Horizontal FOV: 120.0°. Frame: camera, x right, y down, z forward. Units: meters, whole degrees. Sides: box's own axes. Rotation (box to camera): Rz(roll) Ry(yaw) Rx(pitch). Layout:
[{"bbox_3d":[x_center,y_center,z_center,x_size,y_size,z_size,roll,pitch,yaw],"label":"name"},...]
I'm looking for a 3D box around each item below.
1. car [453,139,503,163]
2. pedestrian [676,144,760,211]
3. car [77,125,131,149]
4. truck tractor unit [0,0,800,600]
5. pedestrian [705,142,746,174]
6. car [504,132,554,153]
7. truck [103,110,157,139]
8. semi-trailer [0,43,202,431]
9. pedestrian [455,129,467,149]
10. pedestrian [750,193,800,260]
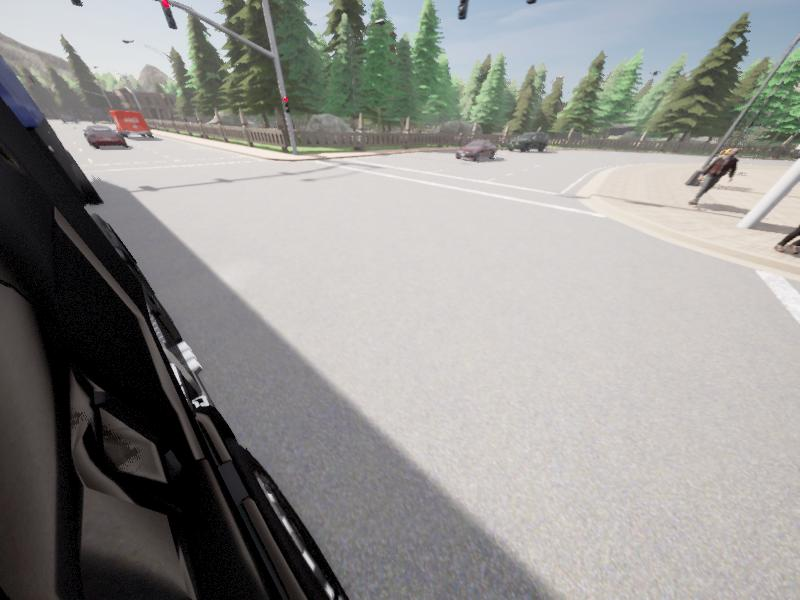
[{"bbox_3d":[6.672,-12.776,19.698,1.812,1.442,4.674,31,46,33],"label":"car"},{"bbox_3d":[10.621,-4.135,7.844,0.751,1.860,0.751,28,44,30],"label":"pedestrian"},{"bbox_3d":[-24.166,-13.333,18.847,4.181,1.385,1.994,28,44,30],"label":"car"},{"bbox_3d":[-2.645,-0.295,0.351,6.516,4.208,3.053,28,44,30],"label":"truck tractor unit"},{"bbox_3d":[23.316,-10.201,16.596,0.751,1.860,0.751,25,43,27],"label":"pedestrian"},{"bbox_3d":[16.377,-20.012,29.317,5.566,2.045,2.150,-16,41,-22],"label":"car"},{"bbox_3d":[-31.413,-20.411,26.892,5.204,2.467,2.627,28,44,30],"label":"truck"},{"bbox_3d":[-8.701,-3.595,4.236,14.254,4.402,2.717,28,44,30],"label":"semi-trailer"},{"bbox_3d":[7.404,-19.613,28.152,0.751,1.860,0.751,-23,44,-30],"label":"pedestrian"},{"bbox_3d":[8.918,-1.847,4.811,0.751,1.860,0.751,21,41,23],"label":"pedestrian"}]
